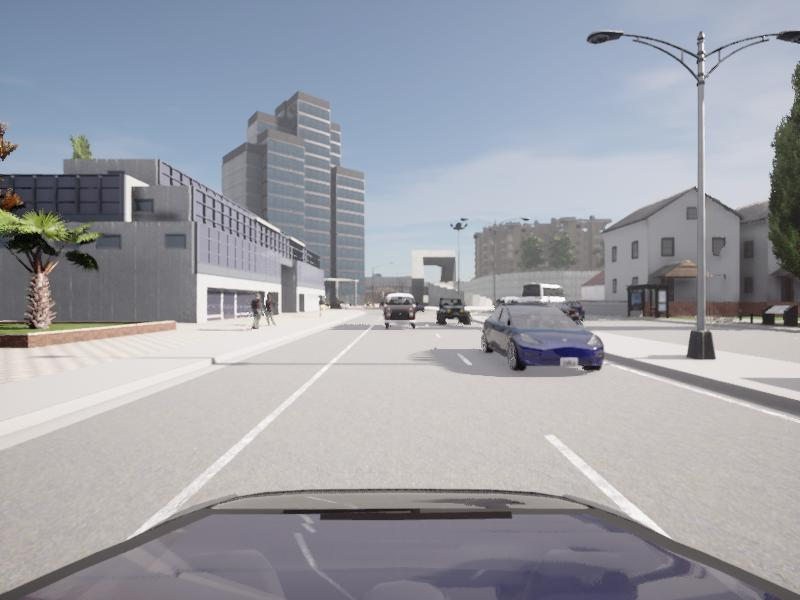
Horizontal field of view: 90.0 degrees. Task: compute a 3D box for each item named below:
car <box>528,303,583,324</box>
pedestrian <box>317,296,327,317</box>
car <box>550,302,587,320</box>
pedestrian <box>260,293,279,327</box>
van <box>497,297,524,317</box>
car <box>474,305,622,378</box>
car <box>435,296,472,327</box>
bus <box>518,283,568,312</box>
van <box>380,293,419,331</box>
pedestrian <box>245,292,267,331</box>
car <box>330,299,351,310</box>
[{"bbox_3d":[11.501,0.977,29.984,2.033,1.411,5.357,0,0,0],"label":"car"},{"bbox_3d":[-6.948,0.582,35.695,0.751,1.860,0.751,0,0,0],"label":"pedestrian"},{"bbox_3d":[15.005,0.925,35.843,1.845,1.501,3.633,0,0,1],"label":"car"},{"bbox_3d":[-7.221,0.542,22.132,0.751,1.860,0.751,0,0,9],"label":"pedestrian"},{"bbox_3d":[11.773,0.695,42.897,2.069,2.038,4.480,0,1,6],"label":"van"},{"bbox_3d":[3.499,0.883,10.671,2.163,1.488,4.792,0,0,0],"label":"car"},{"bbox_3d":[3.489,0.720,26.780,1.905,1.878,3.866,0,0,0],"label":"car"},{"bbox_3d":[22.729,-0.360,63.112,3.944,4.253,10.273,-1,-1,42],"label":"bus"},{"bbox_3d":[-0.012,0.636,23.387,2.069,2.038,4.480,0,0,0],"label":"van"},{"bbox_3d":[-7.022,0.538,19.540,0.751,1.860,0.751,0,0,13],"label":"pedestrian"},{"bbox_3d":[-10.707,0.847,71.394,1.932,1.855,4.605,0,0,-33],"label":"car"}]
